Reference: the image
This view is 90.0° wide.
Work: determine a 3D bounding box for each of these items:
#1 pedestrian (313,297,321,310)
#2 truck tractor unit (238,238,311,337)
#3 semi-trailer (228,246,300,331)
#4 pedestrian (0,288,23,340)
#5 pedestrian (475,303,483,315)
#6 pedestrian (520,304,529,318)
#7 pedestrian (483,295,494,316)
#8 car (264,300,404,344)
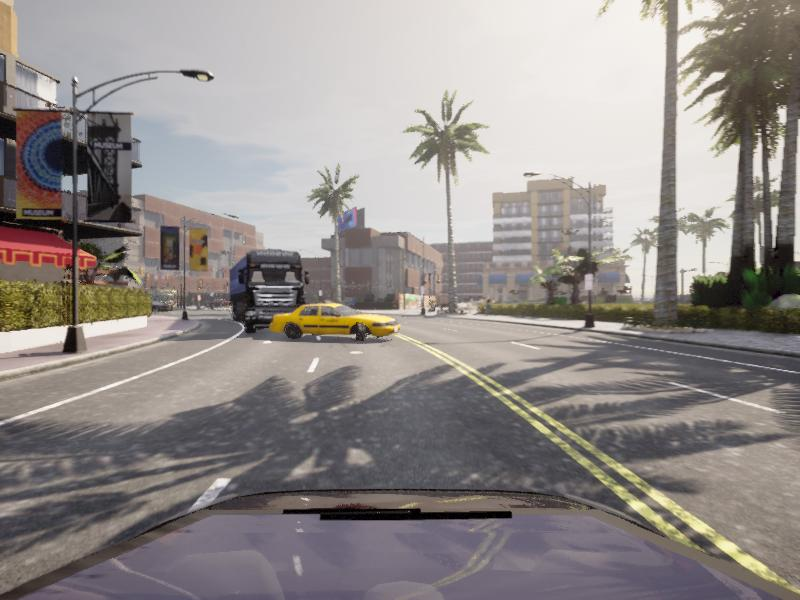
[{"bbox_3d":[-11.723,0.479,56.336,0.751,1.860,0.751,0,0,28],"label":"pedestrian"},{"bbox_3d":[-6.569,-0.513,20.631,3.053,4.208,6.516,0,0,-20],"label":"truck tractor unit"},{"bbox_3d":[-9.945,-0.616,27.778,2.717,4.402,14.254,0,0,-27],"label":"semi-trailer"},{"bbox_3d":[-14.476,0.513,14.626,0.751,1.860,0.751,0,0,-16],"label":"pedestrian"},{"bbox_3d":[7.336,0.842,37.227,0.500,1.100,0.500,0,0,-31],"label":"pedestrian"},{"bbox_3d":[9.744,0.841,31.374,0.500,1.100,0.500,0,0,-21],"label":"pedestrian"},{"bbox_3d":[7.817,0.462,35.371,0.751,1.860,0.751,0,0,-5],"label":"pedestrian"},{"bbox_3d":[-2.690,0.803,16.142,5.366,1.575,1.801,0,1,20],"label":"car"}]
